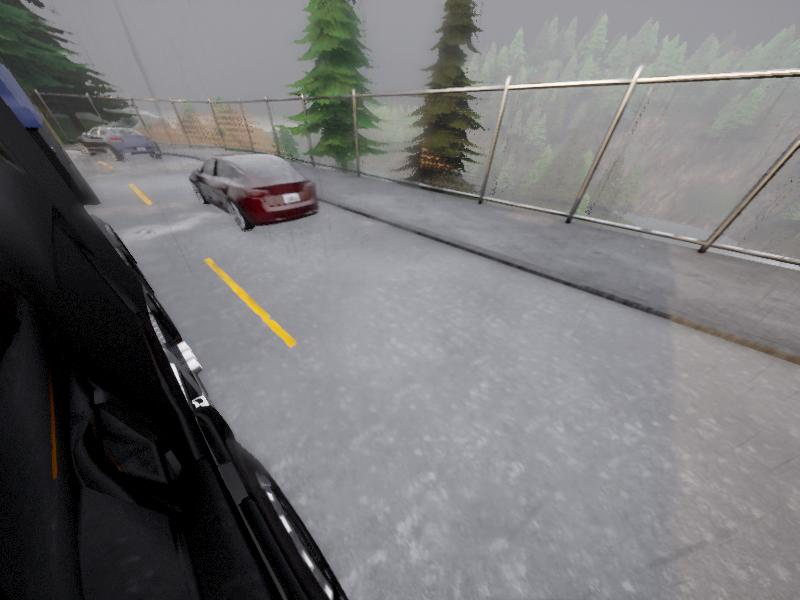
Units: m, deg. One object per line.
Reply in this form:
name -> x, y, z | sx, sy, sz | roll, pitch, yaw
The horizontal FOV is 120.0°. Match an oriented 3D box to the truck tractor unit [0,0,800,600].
truck tractor unit -> -2.645, -0.295, 0.351 | 6.516, 4.208, 3.053 | 28, 44, 30

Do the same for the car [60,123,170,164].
car -> -16.986, -9.444, 13.867 | 5.027, 1.651, 2.152 | 17, 39, 19

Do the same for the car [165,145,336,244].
car -> -4.265, -3.292, 6.548 | 4.792, 1.488, 2.163 | 29, 44, 31

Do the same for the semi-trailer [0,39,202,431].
semi-trailer -> -8.729, -3.581, 4.201 | 14.254, 4.402, 2.717 | 28, 43, 29
